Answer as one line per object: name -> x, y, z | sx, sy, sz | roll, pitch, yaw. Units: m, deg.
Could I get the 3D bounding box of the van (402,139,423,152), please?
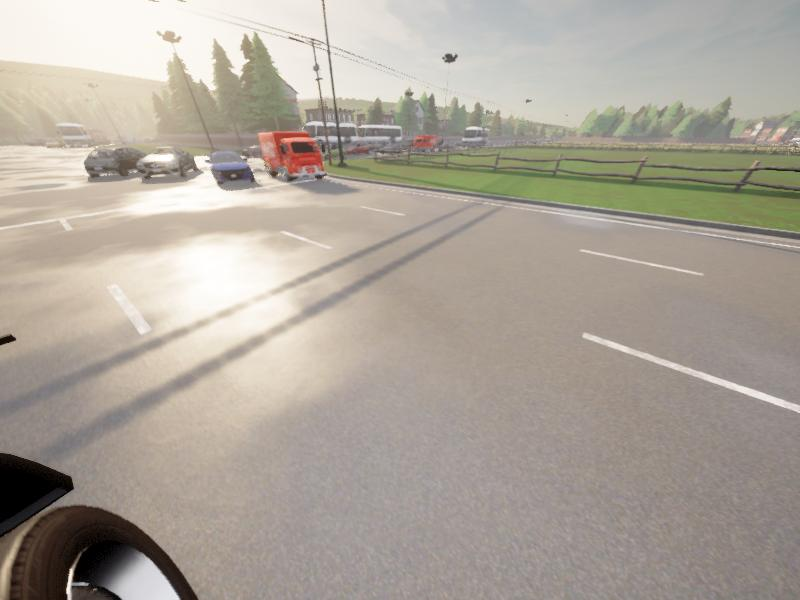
van -> 2.381, -29.536, 44.011 | 1.775, 1.987, 4.442 | 22, 40, 28

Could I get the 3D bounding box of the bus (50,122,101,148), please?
bus -> -71.540, -36.527, 51.307 | 3.944, 4.253, 10.273 | -27, 43, -33

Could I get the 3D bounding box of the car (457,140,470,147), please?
car -> 18.752, -46.404, 68.413 | 1.882, 1.535, 5.008 | 22, 41, 27

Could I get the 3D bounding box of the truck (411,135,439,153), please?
truck -> 4.506, -27.954, 41.368 | 2.627, 2.467, 5.204 | 22, 41, 28

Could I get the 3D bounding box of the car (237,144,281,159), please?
car -> -18.059, -19.214, 29.756 | 1.994, 1.385, 4.181 | 19, 40, 25

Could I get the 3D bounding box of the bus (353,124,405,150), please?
bus -> -4.314, -35.280, 50.123 | 10.273, 4.253, 3.944 | -23, 41, -29

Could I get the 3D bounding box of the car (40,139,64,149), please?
car -> -71.071, -32.001, 47.261 | 5.366, 1.575, 1.801 | 30, 45, 35

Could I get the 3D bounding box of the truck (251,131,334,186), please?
truck -> -6.741, -8.986, 14.415 | 2.627, 2.467, 5.204 | -26, 43, -32

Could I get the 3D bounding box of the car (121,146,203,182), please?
car -> -15.558, -9.333, 15.572 | 2.152, 1.651, 5.027 | -14, 38, -19

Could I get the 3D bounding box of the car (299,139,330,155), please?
car -> -13.156, -23.765, 35.788 | 1.905, 1.878, 3.866 | 22, 41, 28

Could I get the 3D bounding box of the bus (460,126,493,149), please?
bus -> 19.146, -40.621, 57.881 | 3.944, 4.253, 10.273 | 22, 40, 28

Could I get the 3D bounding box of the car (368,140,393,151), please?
car -> -3.914, -31.001, 46.301 | 4.611, 1.667, 2.242 | -30, 45, -35

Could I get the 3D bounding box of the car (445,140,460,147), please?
car -> 15.817, -47.239, 69.572 | 2.038, 1.542, 4.974 | 25, 42, 30

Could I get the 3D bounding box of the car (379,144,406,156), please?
car -> -1.119, -22.867, 35.074 | 1.994, 1.385, 4.181 | 22, 41, 28

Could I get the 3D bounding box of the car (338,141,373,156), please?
car -> -6.422, -22.152, 33.756 | 2.242, 1.667, 4.611 | 22, 40, 28

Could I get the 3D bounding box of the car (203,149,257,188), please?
car -> -10.306, -8.057, 13.883 | 1.882, 1.535, 5.008 | -22, 41, -27

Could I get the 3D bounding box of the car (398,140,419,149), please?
car -> 2.060, -36.424, 54.072 | 2.152, 1.651, 5.027 | 27, 43, 32

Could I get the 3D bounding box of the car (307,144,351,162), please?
car -> -8.036, -17.046, 26.638 | 2.007, 1.525, 4.514 | 20, 40, 26

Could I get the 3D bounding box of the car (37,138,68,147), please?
car -> -81.601, -37.090, 54.284 | 2.033, 1.649, 4.856 | -18, 39, -24

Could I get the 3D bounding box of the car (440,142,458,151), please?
car -> 10.303, -32.284, 48.498 | 1.994, 1.385, 4.181 | 22, 41, 28

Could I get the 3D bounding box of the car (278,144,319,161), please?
car -> -11.785, -17.409, 27.162 | 1.970, 1.475, 3.806 | 20, 40, 25

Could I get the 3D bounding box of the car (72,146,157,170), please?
car -> -24.041, -12.267, 19.808 | 1.812, 1.442, 4.674 | -3, 35, -4

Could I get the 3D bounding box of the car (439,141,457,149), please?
car -> 11.387, -36.768, 54.733 | 2.128, 1.511, 4.902 | 22, 41, 28

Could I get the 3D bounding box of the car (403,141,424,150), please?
car -> 2.882, -33.278, 49.747 | 2.163, 1.488, 4.792 | 22, 41, 28

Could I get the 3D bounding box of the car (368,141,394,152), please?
car -> -3.336, -28.209, 42.356 | 2.242, 1.667, 4.611 | 22, 41, 28

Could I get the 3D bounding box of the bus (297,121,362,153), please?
bus -> -12.018, -28.948, 41.086 | 3.944, 4.253, 10.273 | 23, 41, 29

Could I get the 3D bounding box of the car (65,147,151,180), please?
car -> -19.033, -9.172, 15.374 | 1.789, 1.549, 3.705 | -13, 37, -17
